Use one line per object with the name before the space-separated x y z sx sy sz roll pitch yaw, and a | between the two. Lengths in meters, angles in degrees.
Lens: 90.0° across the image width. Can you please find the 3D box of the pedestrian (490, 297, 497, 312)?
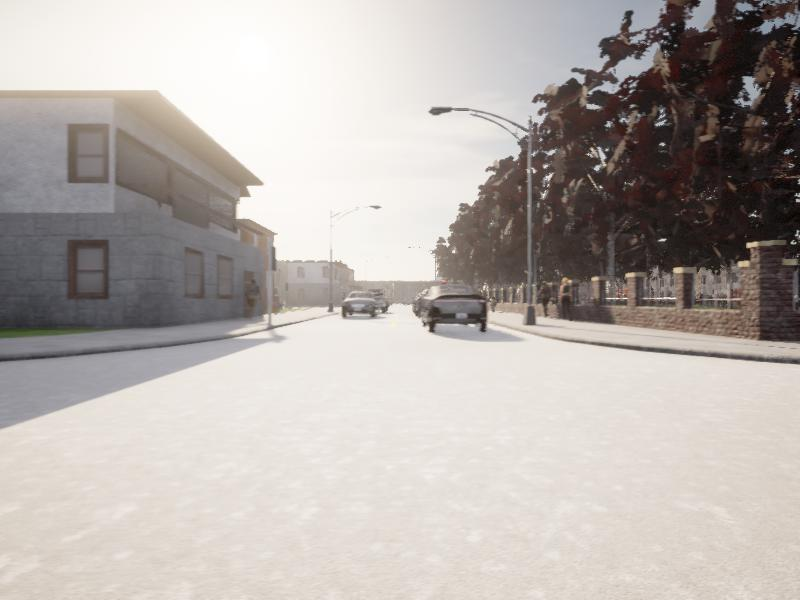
pedestrian | 6.795 0.315 29.124 0.500 1.100 0.500 0 0 10

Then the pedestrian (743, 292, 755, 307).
pedestrian | 42.248 -0.058 48.402 0.751 1.860 0.751 0 0 0

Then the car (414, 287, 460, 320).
car | 1.946 0.178 22.658 2.033 1.649 4.856 0 0 -2

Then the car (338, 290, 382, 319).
car | -2.239 0.236 23.535 2.128 1.511 4.902 0 0 0

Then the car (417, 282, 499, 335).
car | 1.751 0.236 13.835 2.128 1.511 4.902 0 0 0

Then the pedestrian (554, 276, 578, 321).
pedestrian | 7.111 -0.065 17.162 0.751 1.860 0.751 0 0 0

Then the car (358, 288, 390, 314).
car | -1.937 0.052 30.982 1.932 1.855 4.605 0 0 3

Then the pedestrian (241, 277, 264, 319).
pedestrian | -6.610 -0.077 17.933 0.751 1.860 0.751 0 0 0

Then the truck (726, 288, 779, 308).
truck | 47.055 -0.231 53.592 2.627 2.467 5.204 0 0 0

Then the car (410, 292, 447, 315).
car | 2.003 0.236 29.516 2.128 1.511 4.902 0 0 -3

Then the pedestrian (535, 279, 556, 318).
pedestrian | 7.129 -0.065 19.617 0.751 1.860 0.751 0 0 0

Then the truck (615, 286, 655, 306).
truck | 46.995 -0.695 80.305 2.891 3.827 8.468 0 0 0
